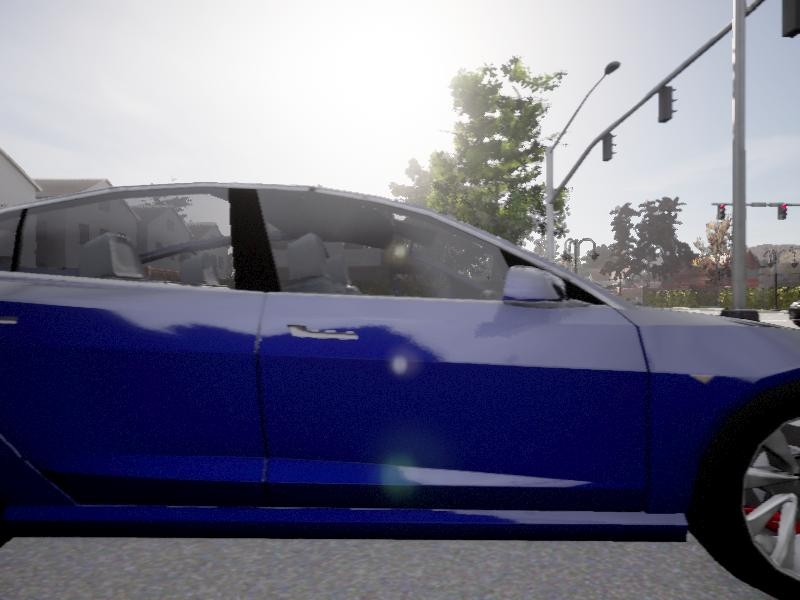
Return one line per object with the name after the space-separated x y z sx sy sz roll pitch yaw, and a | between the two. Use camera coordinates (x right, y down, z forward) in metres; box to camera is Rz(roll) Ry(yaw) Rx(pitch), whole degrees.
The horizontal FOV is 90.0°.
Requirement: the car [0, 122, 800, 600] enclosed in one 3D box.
-0.253 0.250 2.196 4.792 1.488 2.163 0 0 0 | car

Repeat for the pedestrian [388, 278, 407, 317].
-0.105 -0.116 19.082 0.751 1.860 0.751 0 0 13 | pedestrian

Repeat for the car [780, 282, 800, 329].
16.570 0.191 13.730 5.027 1.651 2.152 0 0 0 | car

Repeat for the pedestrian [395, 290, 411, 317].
0.150 0.165 19.809 0.751 1.300 0.751 0 0 0 | pedestrian

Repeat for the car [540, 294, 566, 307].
21.955 0.066 57.705 1.932 1.855 4.605 0 0 -1 | car
